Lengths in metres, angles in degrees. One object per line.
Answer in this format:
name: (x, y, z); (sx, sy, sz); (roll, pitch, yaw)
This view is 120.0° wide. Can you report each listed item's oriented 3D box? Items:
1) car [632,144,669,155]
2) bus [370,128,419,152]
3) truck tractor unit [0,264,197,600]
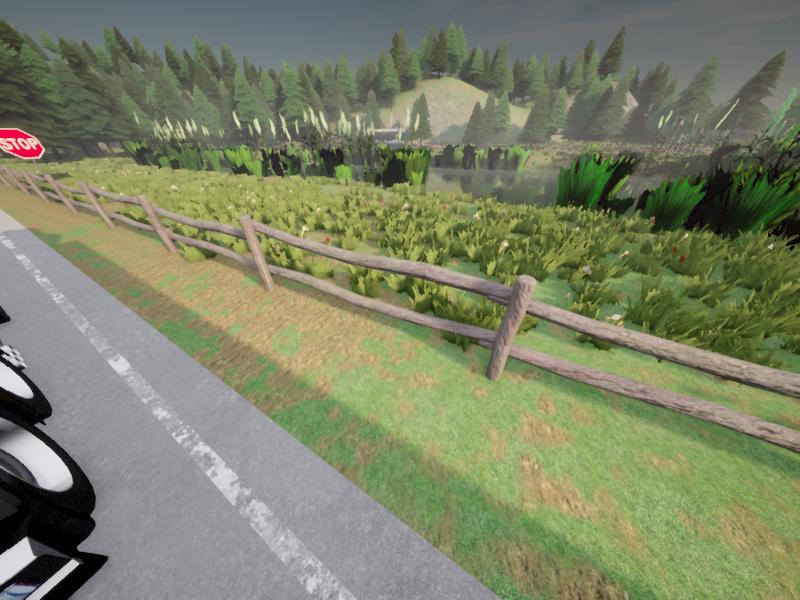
car: (43.240, -26.151, 39.987); (3.806, 1.475, 1.970); (18, 39, 24)
bus: (-1.203, -37.017, 53.488); (10.273, 4.253, 3.944); (12, 37, 17)
truck tractor unit: (-5.111, -0.301, 0.780); (6.516, 4.208, 3.053); (18, 39, 24)
